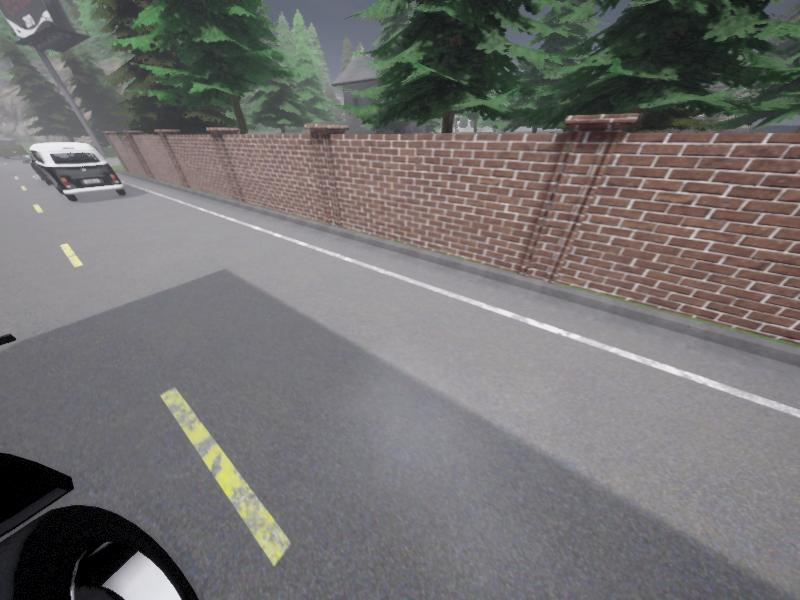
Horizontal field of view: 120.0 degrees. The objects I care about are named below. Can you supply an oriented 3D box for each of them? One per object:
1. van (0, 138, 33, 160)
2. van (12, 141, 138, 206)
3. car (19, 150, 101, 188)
[{"bbox_3d":[-46.068,-17.692,27.036,4.442,1.987,1.775,16,38,21],"label":"van"},{"bbox_3d":[-14.317,-5.755,10.235,4.480,2.038,2.069,22,40,27],"label":"van"},{"bbox_3d":[-20.086,-7.827,13.616,4.892,1.490,1.837,22,40,27],"label":"car"}]
